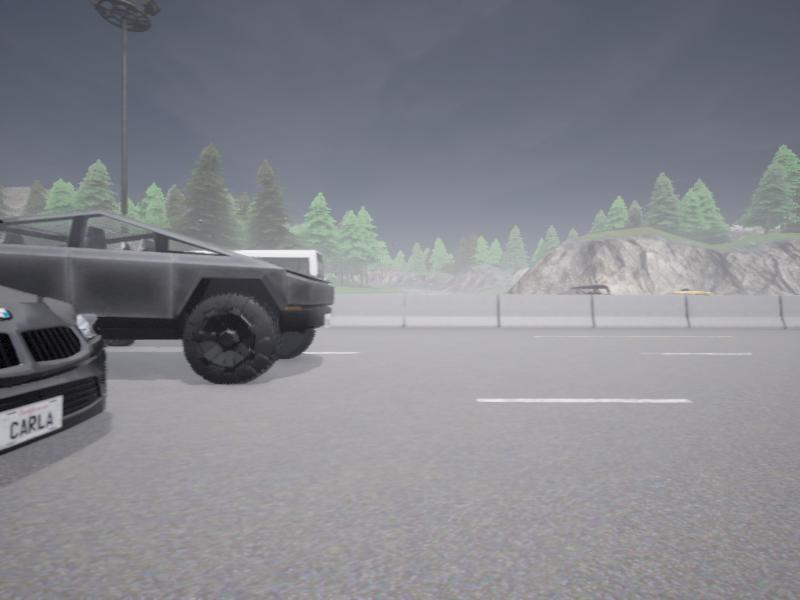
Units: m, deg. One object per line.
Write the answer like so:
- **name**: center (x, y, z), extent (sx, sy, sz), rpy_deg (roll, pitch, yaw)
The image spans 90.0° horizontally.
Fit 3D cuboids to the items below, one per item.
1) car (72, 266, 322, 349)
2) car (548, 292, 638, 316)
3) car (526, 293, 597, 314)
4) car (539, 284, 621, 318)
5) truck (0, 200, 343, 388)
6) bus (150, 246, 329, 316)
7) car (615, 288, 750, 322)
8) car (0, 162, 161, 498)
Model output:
- **car**: center (-4.325, 0.145, 9.197), extent (4.611, 1.667, 2.242), rpy_deg (0, 0, 0)
- **car**: center (12.766, 0.250, 26.700), extent (4.974, 1.542, 2.038), rpy_deg (0, 0, 0)
- **car**: center (12.085, 0.252, 30.200), extent (4.514, 1.525, 2.007), rpy_deg (0, 0, 0)
- **car**: center (10.348, 0.066, 23.200), extent (3.866, 1.878, 1.905), rpy_deg (0, 0, 0)
- **truck**: center (-4.126, -0.069, 5.694), extent (6.274, 2.098, 2.390), rpy_deg (0, 0, 0)
- **bus**: center (-10.208, -1.156, 26.572), extent (10.273, 4.253, 3.944), rpy_deg (0, 0, 0)
- **car**: center (13.778, 0.229, 19.701), extent (5.366, 1.575, 1.801), rpy_deg (0, 0, 0)
- **car**: center (-4.292, 0.145, 2.194), extent (4.611, 1.667, 2.242), rpy_deg (0, 0, 0)
